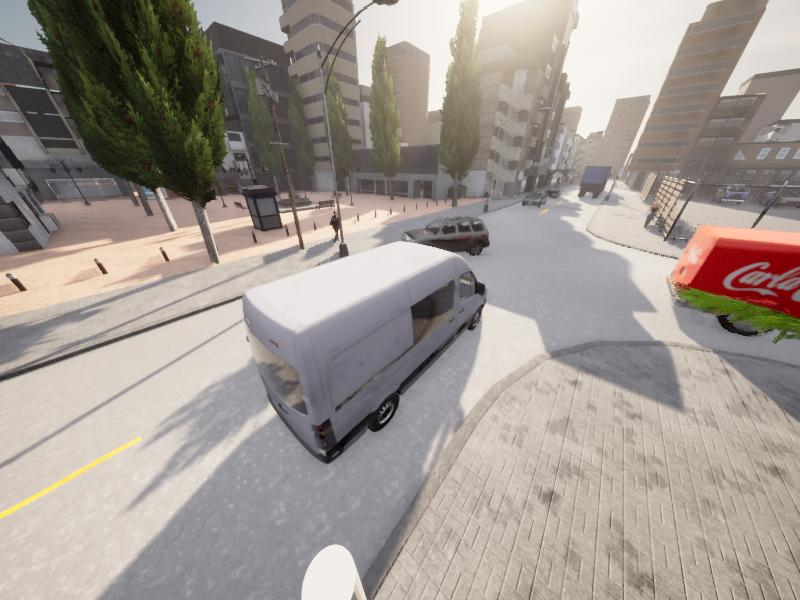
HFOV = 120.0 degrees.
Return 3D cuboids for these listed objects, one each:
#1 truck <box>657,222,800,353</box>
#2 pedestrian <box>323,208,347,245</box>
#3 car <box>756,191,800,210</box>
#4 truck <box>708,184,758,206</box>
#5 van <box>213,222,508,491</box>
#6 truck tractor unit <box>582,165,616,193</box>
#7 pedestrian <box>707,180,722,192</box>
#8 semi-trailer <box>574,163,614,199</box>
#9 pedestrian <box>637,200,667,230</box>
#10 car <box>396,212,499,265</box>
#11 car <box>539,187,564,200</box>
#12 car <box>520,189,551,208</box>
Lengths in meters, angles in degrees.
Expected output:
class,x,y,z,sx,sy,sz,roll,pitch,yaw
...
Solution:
class,x,y,z,sx,sy,sz,roll,pitch,yaw
truck,10.957,-0.191,5.883,5.204,2.467,2.627,22,37,34
pedestrian,-3.649,-4.172,13.114,0.751,1.860,0.751,11,32,18
car,43.557,-11.395,26.194,2.033,1.415,5.357,23,37,34
truck,40.630,-13.001,28.353,2.069,2.038,4.478,23,37,34
van,0.130,0.167,5.177,1.988,2.561,5.915,23,37,34
truck tractor unit,36.445,-22.217,42.264,3.053,4.208,6.516,23,37,34
pedestrian,54.549,-19.770,40.115,0.751,1.860,0.751,24,38,36
semi-trailer,31.364,-19.270,36.964,2.717,4.402,14.254,23,37,34
pedestrian,17.579,-5.942,16.164,0.751,1.860,0.751,23,37,34
car,2.296,-3.267,11.791,4.605,1.855,1.932,-10,31,-17
car,21.973,-15.461,33.414,1.994,1.385,4.181,23,37,34
car,16.042,-12.014,27.288,2.007,1.525,4.514,23,37,34
